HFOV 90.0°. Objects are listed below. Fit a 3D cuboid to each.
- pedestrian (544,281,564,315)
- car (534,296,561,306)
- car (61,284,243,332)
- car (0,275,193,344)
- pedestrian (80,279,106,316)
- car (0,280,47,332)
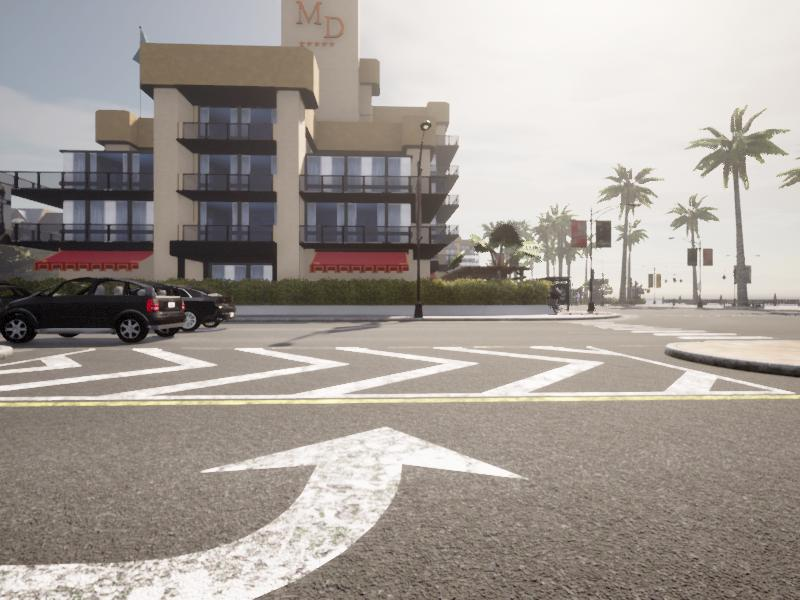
[{"bbox_3d":[8.737,-0.115,22.689,0.751,1.860,0.751,0,0,-26],"label":"pedestrian"},{"bbox_3d":[24.033,0.173,65.399,2.242,1.667,4.611,0,0,-6],"label":"car"},{"bbox_3d":[-8.070,0.245,13.370,4.892,1.490,1.837,0,0,-2],"label":"car"},{"bbox_3d":[-7.446,0.215,9.891,3.705,1.549,1.789,0,0,-2],"label":"car"},{"bbox_3d":[-15.555,-0.115,20.293,0.751,1.860,0.751,0,0,-2],"label":"pedestrian"},{"bbox_3d":[-14.428,0.188,13.124,3.988,1.617,1.851,0,0,-2],"label":"car"}]
